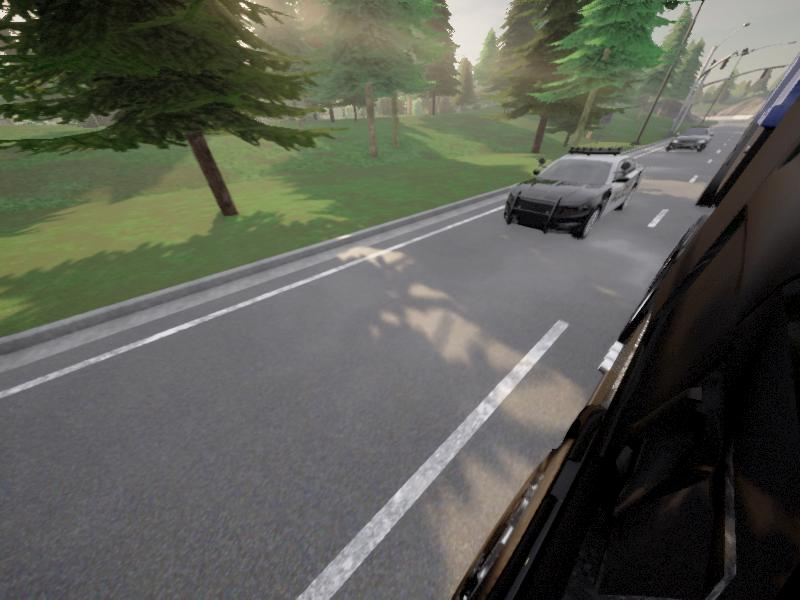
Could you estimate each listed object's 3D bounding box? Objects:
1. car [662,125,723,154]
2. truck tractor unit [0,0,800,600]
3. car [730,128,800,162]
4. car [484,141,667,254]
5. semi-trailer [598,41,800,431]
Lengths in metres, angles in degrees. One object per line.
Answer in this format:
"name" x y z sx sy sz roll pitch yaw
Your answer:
"car" 22.517 -12.418 17.783 4.974 1.542 2.038 -28 44 -30
"truck tractor unit" 2.645 -0.295 0.351 6.516 4.208 3.053 -28 44 -30
"car" 21.855 -9.274 13.732 4.181 1.385 1.994 -28 44 -30
"car" 4.756 -3.077 6.143 5.238 1.638 1.930 -28 44 -30
"semi-trailer" 8.701 -3.578 4.260 14.254 4.402 2.717 -28 44 -30
